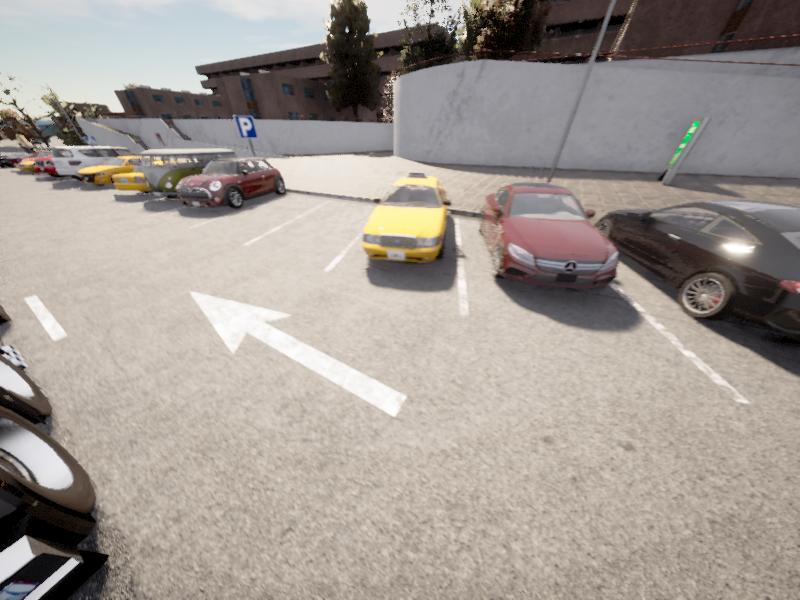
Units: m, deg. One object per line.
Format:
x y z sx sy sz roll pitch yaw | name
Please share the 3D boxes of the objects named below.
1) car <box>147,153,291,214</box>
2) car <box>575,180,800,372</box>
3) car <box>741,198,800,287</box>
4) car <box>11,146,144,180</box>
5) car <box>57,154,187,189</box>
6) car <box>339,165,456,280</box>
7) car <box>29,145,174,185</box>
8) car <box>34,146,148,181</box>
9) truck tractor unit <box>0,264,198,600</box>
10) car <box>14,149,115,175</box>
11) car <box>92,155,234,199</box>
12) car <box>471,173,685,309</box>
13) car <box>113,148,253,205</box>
-7.309 -5.361 10.214 2.185 1.767 4.553 6 35 8 | car
5.572 -1.009 4.124 2.002 1.452 4.674 5 35 8 | car
8.138 -0.326 2.649 1.878 1.987 4.442 6 35 8 | car
-25.364 -11.269 18.736 2.435 2.045 5.566 6 34 8 | car
-17.628 -8.596 15.190 2.097 1.535 5.008 6 35 8 | car
0.390 -2.622 6.413 1.946 1.575 5.366 6 35 8 | car
-20.209 -9.651 16.303 2.435 2.045 5.566 5 34 9 | car
-22.806 -10.378 17.439 1.878 1.987 4.442 6 34 8 | car
-5.120 -0.290 0.782 6.516 4.208 3.053 18 39 24 | truck tractor unit
-30.512 -12.829 21.350 2.185 1.767 4.553 5 34 9 | car
-12.448 -7.025 12.873 1.946 1.575 5.366 5 35 8 | car
3.001 -1.851 5.359 2.002 1.452 4.674 6 35 8 | car
-9.912 -6.201 11.269 1.878 1.987 4.442 6 35 8 | car
